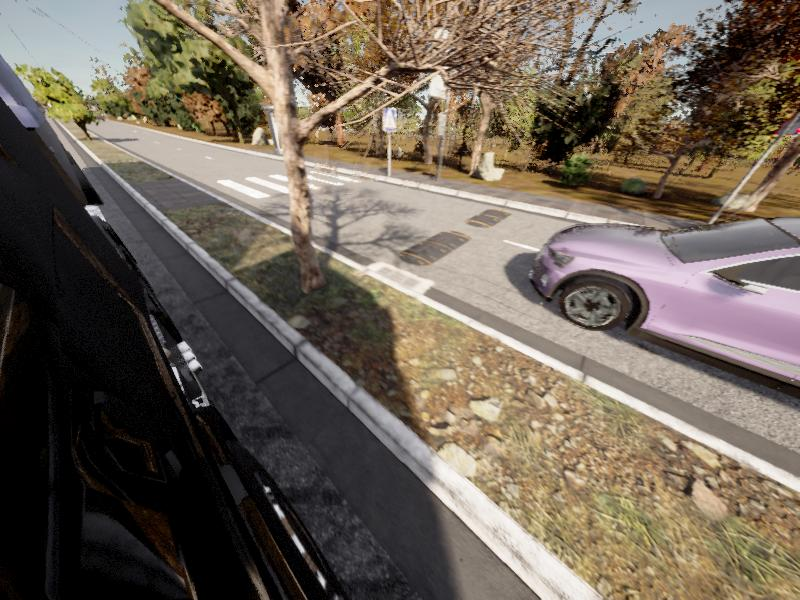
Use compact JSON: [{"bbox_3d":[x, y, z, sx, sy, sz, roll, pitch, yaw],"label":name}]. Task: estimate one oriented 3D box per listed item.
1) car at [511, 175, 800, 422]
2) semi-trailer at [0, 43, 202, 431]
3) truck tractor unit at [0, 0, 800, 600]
[{"bbox_3d":[4.312,-0.066,2.621,4.856,1.649,2.033,28,44,30],"label":"car"},{"bbox_3d":[-8.703,-3.592,4.238,14.254,4.402,2.717,28,44,30],"label":"semi-trailer"},{"bbox_3d":[-2.645,-0.295,0.352,6.516,4.208,3.053,28,44,30],"label":"truck tractor unit"}]
